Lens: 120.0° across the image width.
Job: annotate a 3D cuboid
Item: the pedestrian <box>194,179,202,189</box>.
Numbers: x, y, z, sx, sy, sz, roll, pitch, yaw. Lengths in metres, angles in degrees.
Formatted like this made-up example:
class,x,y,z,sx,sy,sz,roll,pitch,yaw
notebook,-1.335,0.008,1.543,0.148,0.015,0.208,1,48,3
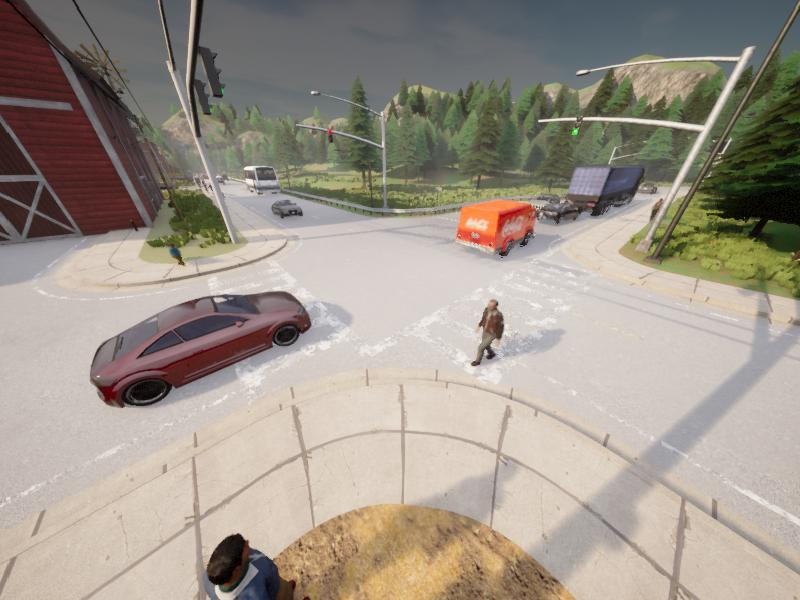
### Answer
class,x,y,z,sx,sy,sz,roll,pitch,yaw
pedestrian,-44.090,-25.420,50.469,0.751,1.860,0.751,-18,34,-28

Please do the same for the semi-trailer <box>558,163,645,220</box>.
class,x,y,z,sx,sy,sz,roll,pitch,yaw
semi-trailer,21.765,-11.895,24.477,14.254,4.402,2.717,-23,37,-34

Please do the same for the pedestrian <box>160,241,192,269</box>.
class,x,y,z,sx,sy,sz,roll,pitch,yaw
pedestrian,-10.007,-2.022,10.343,0.500,1.100,0.500,8,31,13

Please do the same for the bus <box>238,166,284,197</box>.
class,x,y,z,sx,sy,sz,roll,pitch,yaw
bus,-24.512,-20.990,40.454,3.944,4.253,10.273,-22,37,-33

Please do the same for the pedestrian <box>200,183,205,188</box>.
class,x,y,z,sx,sy,sz,roll,pitch,yaw
pedestrian,-43.464,-25.163,50.783,0.500,1.100,0.500,-11,32,-19

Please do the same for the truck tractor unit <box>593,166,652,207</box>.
class,x,y,z,sx,sy,sz,roll,pitch,yaw
truck tractor unit,27.827,-14.357,28.932,6.516,4.208,3.053,-23,37,-34

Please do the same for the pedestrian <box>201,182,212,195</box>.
class,x,y,z,sx,sy,sz,roll,pitch,yaw
pedestrian,-31.362,-18.071,37.435,0.751,1.860,0.751,-14,33,-23

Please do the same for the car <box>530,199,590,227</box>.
class,x,y,z,sx,sy,sz,roll,pitch,yaw
car,13.807,-7.601,19.950,4.902,1.511,2.128,-18,35,-29

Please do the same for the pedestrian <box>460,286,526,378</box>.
class,x,y,z,sx,sy,sz,roll,pitch,yaw
pedestrian,1.980,0.723,5.172,0.751,1.860,0.751,-8,31,-14

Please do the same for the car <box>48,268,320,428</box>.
class,x,y,z,sx,sy,sz,roll,pitch,yaw
car,-4.525,0.679,5.750,4.181,1.385,1.994,-25,38,-36

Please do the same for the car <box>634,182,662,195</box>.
class,x,y,z,sx,sy,sz,roll,pitch,yaw
car,43.758,-19.712,40.766,4.611,1.667,2.242,-22,36,-33

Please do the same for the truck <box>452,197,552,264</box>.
class,x,y,z,sx,sy,sz,roll,pitch,yaw
truck,5.767,-4.195,13.126,5.204,2.467,2.627,-24,38,-34

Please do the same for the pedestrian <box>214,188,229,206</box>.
class,x,y,z,sx,sy,sz,roll,pitch,yaw
pedestrian,-20.792,-11.982,26.888,0.751,1.860,0.751,-21,36,-32

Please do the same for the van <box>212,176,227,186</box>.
class,x,y,z,sx,sy,sz,roll,pitch,yaw
van,-46.259,-30.558,59.241,2.069,2.038,4.480,-22,37,-33

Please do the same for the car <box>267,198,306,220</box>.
class,x,y,z,sx,sy,sz,roll,pitch,yaw
car,-11.084,-8.948,22.479,1.994,1.385,4.181,-22,37,-33

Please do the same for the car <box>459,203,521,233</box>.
class,x,y,z,sx,sy,sz,roll,pitch,yaw
car,7.278,-6.705,18.515,5.357,1.411,2.033,-24,38,-35

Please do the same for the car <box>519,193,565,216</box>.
class,x,y,z,sx,sy,sz,roll,pitch,yaw
car,14.763,-10.017,23.974,4.611,1.667,2.242,-23,37,-34

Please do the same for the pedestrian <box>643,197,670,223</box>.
class,x,y,z,sx,sy,sz,roll,pitch,yaw
pedestrian,20.894,-7.371,18.848,0.751,1.860,0.751,-23,37,-34
